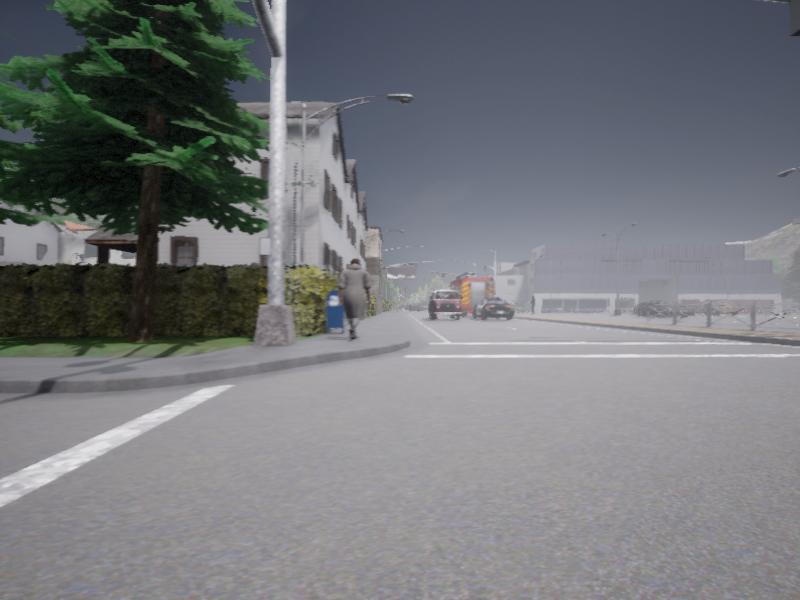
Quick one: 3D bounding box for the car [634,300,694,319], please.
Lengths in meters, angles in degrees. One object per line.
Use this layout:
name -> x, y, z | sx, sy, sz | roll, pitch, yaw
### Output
car -> 21.826, 0.770, 33.333 | 2.007, 1.523, 4.514 | 0, -1, 0

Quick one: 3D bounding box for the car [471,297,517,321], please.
car -> 6.417, 0.618, 27.980 | 2.038, 1.542, 4.974 | 0, -1, 0

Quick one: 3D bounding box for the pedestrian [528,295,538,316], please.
pedestrian -> 11.766, 0.458, 35.380 | 0.751, 1.860, 0.751 | 0, -1, 19

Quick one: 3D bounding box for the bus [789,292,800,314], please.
bus -> 79.723, 0.496, 74.783 | 3.944, 4.253, 10.273 | 0, -1, -1

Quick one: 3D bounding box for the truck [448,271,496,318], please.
truck -> 6.404, -0.375, 36.915 | 2.891, 3.827, 8.468 | 0, -1, 0

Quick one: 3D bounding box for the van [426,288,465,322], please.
van -> 2.921, 0.325, 26.477 | 2.069, 2.038, 4.480 | 0, -1, 0

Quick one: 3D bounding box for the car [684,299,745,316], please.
car -> 31.867, 0.787, 40.759 | 2.152, 1.636, 5.027 | 0, -1, 0

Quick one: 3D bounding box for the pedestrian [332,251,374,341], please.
pedestrian -> -1.000, -0.078, 8.705 | 0.751, 1.860, 0.751 | 0, -1, 6
